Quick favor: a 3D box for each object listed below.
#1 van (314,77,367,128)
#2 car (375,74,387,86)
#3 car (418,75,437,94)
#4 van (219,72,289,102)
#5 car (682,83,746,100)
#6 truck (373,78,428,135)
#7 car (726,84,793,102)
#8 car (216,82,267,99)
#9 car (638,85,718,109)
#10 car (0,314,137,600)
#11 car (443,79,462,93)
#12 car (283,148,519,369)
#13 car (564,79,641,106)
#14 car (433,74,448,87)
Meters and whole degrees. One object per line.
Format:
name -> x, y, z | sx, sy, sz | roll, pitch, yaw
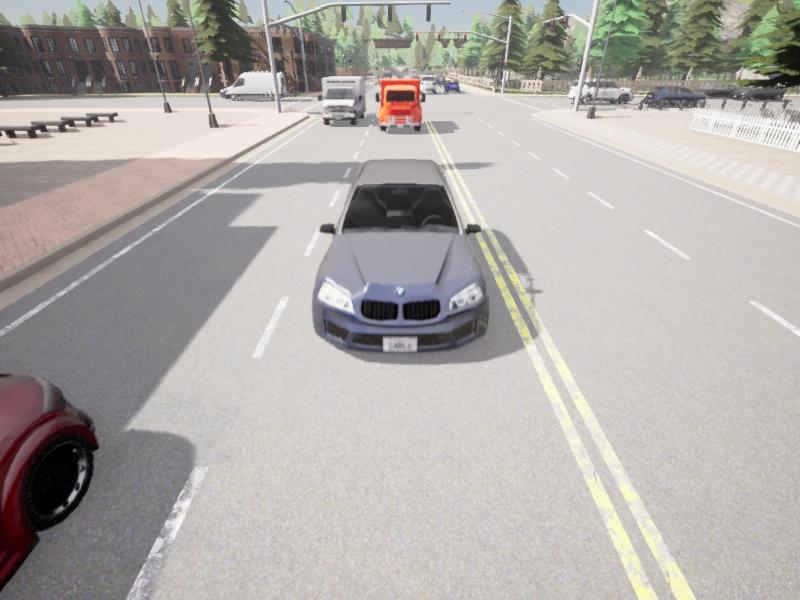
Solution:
van -> -3.484, -12.479, 24.971 | 2.351, 2.431, 6.366 | 0, 30, 0
car -> -3.469, -40.391, 73.394 | 2.097, 1.767, 4.553 | 0, 30, 0
car -> 3.527, -28.338, 52.507 | 2.150, 2.045, 5.566 | 0, 31, 0
van -> -14.356, -21.167, 39.731 | 5.915, 2.561, 1.988 | 0, 30, 0
car -> 33.470, -22.309, 42.754 | 4.792, 1.488, 2.163 | -1, 30, -1
truck -> 0.017, -10.724, 21.940 | 2.627, 2.467, 5.204 | 0, 30, 0
car -> 35.667, -20.624, 39.825 | 4.514, 1.525, 2.007 | -1, 30, -2
car -> -16.927, -22.484, 42.989 | 4.514, 1.525, 2.007 | 0, 30, 0
car -> 23.178, -17.011, 33.533 | 4.856, 1.649, 2.033 | 0, 30, 0
car -> -3.492, 1.762, 1.639 | 1.994, 1.385, 4.181 | 0, 30, 0
car -> 7.027, -29.010, 54.172 | 2.007, 1.525, 4.514 | 0, 30, 0
car -> 0.006, -1.081, 6.212 | 2.242, 1.667, 4.611 | 0, 30, 0
car -> 18.304, -18.958, 36.452 | 5.566, 2.045, 2.150 | 0, 30, 0
car -> 7.033, -38.525, 70.202 | 2.097, 1.767, 4.553 | 0, 30, 0
